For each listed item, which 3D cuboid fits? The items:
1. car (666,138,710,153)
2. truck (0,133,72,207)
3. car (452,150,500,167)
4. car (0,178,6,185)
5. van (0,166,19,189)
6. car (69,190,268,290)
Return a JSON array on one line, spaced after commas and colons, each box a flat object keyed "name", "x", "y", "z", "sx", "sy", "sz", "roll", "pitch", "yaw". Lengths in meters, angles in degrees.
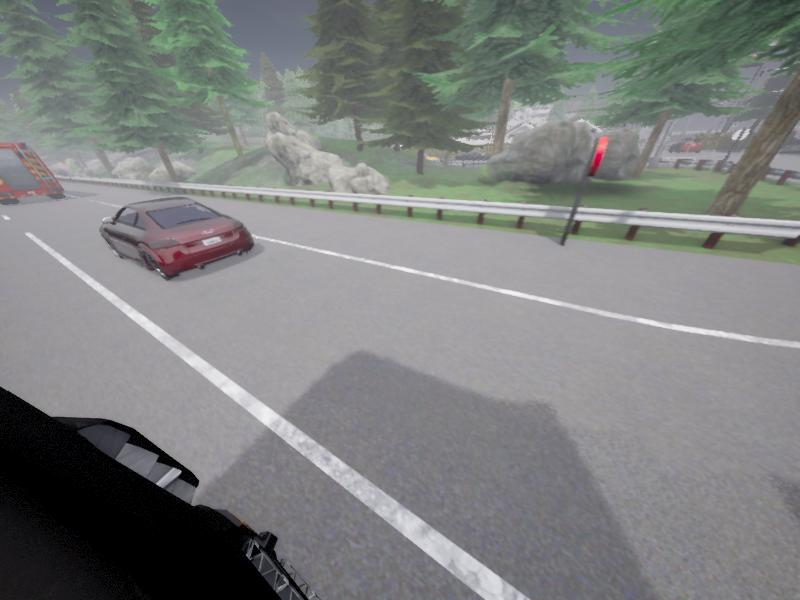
[{"name": "car", "x": 39.814, "y": -21.470, "z": 32.130, "sx": 2.242, "sy": 1.667, "sz": 4.611, "roll": 17, "pitch": 38, "yaw": 25}, {"name": "truck", "x": -27.938, "y": -9.208, "z": 16.318, "sx": 8.468, "sy": 3.827, "sz": 2.891, "roll": 16, "pitch": 38, "yaw": 26}, {"name": "car", "x": 8.952, "y": -16.844, "z": 27.499, "sx": 5.008, "sy": 1.535, "sz": 1.882, "roll": 16, "pitch": 38, "yaw": 26}, {"name": "car", "x": -55.146, "y": -16.112, "z": 30.670, "sx": 4.974, "sy": 1.542, "sz": 2.038, "roll": 16, "pitch": 38, "yaw": 26}, {"name": "van", "x": -44.871, "y": -13.359, "z": 25.347, "sx": 4.480, "sy": 2.038, "sz": 2.069, "roll": 15, "pitch": 37, "yaw": 26}, {"name": "car", "x": -5.781, "y": -1.797, "z": 5.841, "sx": 4.181, "sy": 1.385, "sz": 1.994, "roll": 16, "pitch": 38, "yaw": 26}]
